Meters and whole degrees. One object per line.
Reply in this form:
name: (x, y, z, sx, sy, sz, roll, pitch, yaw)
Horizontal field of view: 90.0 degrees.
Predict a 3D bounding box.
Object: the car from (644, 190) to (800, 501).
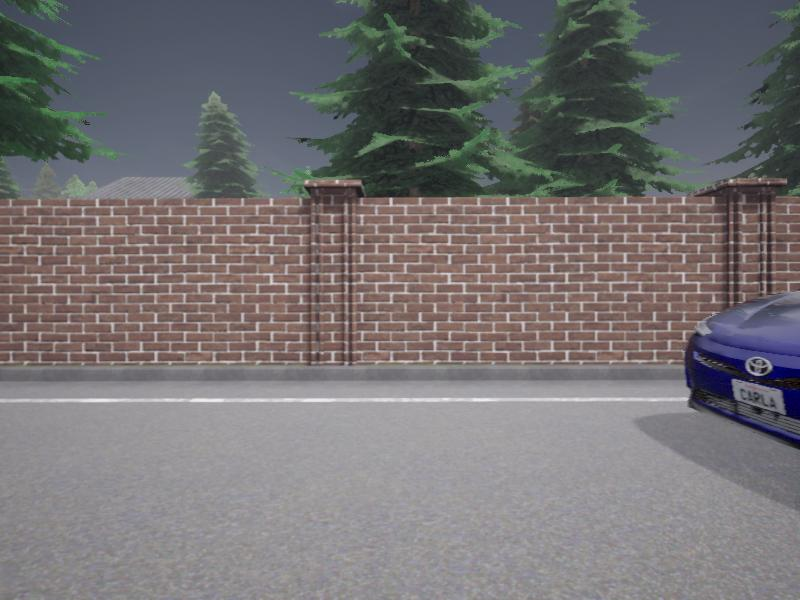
car: (4.218, 0.220, 2.205, 4.514, 1.525, 2.007, 0, 0, 0)
